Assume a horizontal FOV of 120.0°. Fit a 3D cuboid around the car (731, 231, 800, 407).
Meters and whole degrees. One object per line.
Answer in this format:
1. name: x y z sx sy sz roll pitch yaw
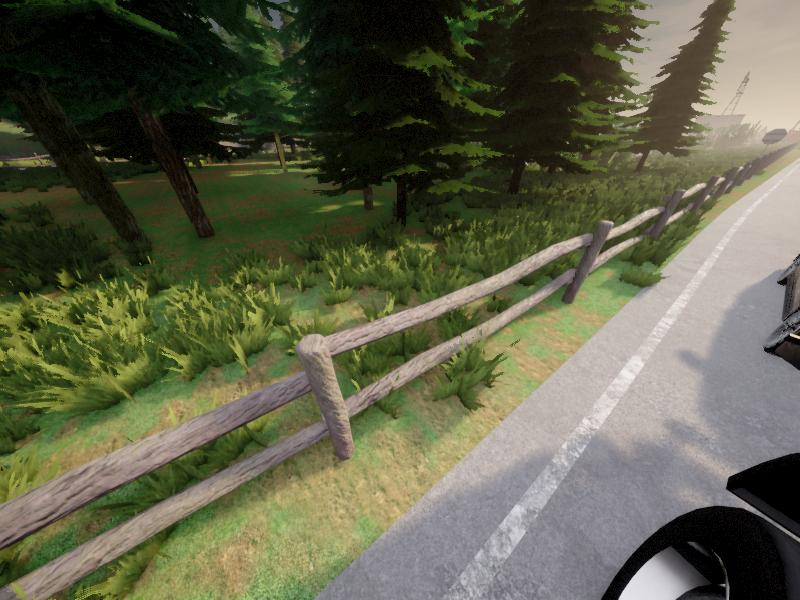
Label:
1. car: 6.425 -0.054 2.652 4.902 1.511 2.128 -22 41 -28
